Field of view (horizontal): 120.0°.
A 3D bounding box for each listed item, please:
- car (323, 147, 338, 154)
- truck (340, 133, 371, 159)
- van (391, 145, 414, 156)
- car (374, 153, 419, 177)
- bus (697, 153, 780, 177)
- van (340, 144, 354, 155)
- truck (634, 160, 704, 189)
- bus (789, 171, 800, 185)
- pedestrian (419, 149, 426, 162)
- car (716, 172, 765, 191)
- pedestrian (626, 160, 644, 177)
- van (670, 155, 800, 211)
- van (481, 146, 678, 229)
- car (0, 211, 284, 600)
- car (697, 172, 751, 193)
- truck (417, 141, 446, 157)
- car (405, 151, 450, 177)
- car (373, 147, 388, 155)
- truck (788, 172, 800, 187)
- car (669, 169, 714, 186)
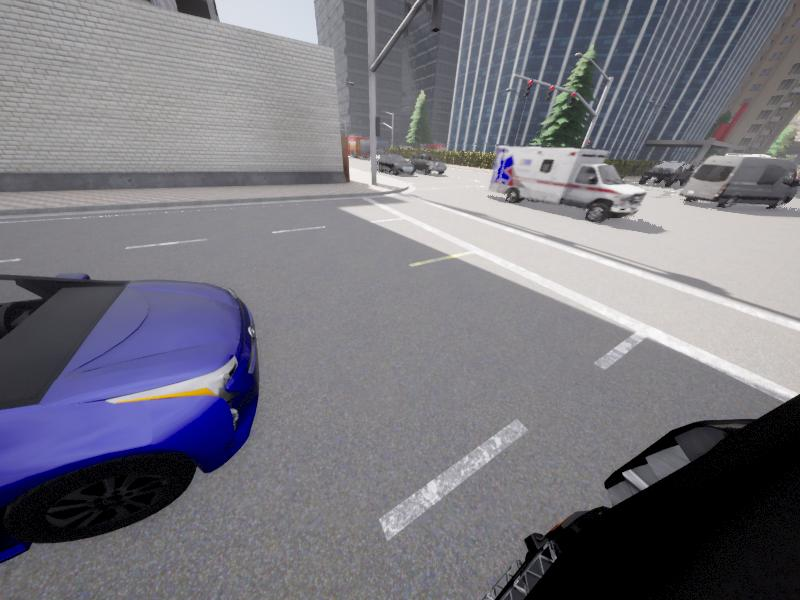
[{"bbox_3d":[-17.430,-37.312,57.610,2.033,1.411,5.357,-16,38,-26],"label":"car"},{"bbox_3d":[-8.729,-29.726,44.670,2.891,3.827,8.468,-16,38,-26],"label":"truck"},{"bbox_3d":[0.806,-43.570,67.487,6.366,2.431,2.351,-16,38,-26],"label":"van"},{"bbox_3d":[-0.456,-12.800,21.810,2.033,1.649,4.856,-16,38,-26],"label":"car"},{"bbox_3d":[82.453,-33.301,56.658,3.944,4.253,10.273,-16,38,-26],"label":"bus"},{"bbox_3d":[-13.155,-37.207,57.208,2.069,2.038,4.480,-16,38,-26],"label":"van"},{"bbox_3d":[26.470,-12.402,22.750,6.274,2.098,2.390,-16,38,-26],"label":"truck"},{"bbox_3d":[64.165,-19.565,34.482,10.273,4.253,3.944,-16,38,-26],"label":"bus"},{"bbox_3d":[3.933,-25.795,41.180,0.751,1.860,0.751,-17,39,-28],"label":"pedestrian"},{"bbox_3d":[35.812,-12.518,24.303,4.181,1.385,1.994,-16,38,-27],"label":"car"},{"bbox_3d":[30.729,-17.225,30.235,0.751,1.860,0.751,-17,38,-27],"label":"pedestrian"},{"bbox_3d":[20.561,-6.953,13.749,5.915,2.561,1.988,-2,35,-7],"label":"van"},{"bbox_3d":[7.261,-5.506,10.644,2.351,2.431,6.366,-16,38,-26],"label":"van"},{"bbox_3d":[-3.366,0.744,1.185,4.514,1.525,2.007,-16,38,-26],"label":"car"},{"bbox_3d":[29.756,-10.842,21.218,4.193,1.474,1.816,-16,38,-26],"label":"car"},{"bbox_3d":[9.857,-46.758,71.733,8.468,3.827,2.891,-16,38,-26],"label":"truck"},{"bbox_3d":[2.619,-13.725,23.208,1.932,1.855,4.605,-16,38,-26],"label":"car"},{"bbox_3d":[-5.676,-43.700,67.710,3.866,1.878,1.905,-16,38,-26],"label":"car"},{"bbox_3d":[51.536,-15.208,28.507,5.204,2.467,2.627,-14,37,-27],"label":"truck"},{"bbox_3d":[33.264,-14.056,26.354,4.674,1.442,1.812,-16,38,-26],"label":"car"}]
